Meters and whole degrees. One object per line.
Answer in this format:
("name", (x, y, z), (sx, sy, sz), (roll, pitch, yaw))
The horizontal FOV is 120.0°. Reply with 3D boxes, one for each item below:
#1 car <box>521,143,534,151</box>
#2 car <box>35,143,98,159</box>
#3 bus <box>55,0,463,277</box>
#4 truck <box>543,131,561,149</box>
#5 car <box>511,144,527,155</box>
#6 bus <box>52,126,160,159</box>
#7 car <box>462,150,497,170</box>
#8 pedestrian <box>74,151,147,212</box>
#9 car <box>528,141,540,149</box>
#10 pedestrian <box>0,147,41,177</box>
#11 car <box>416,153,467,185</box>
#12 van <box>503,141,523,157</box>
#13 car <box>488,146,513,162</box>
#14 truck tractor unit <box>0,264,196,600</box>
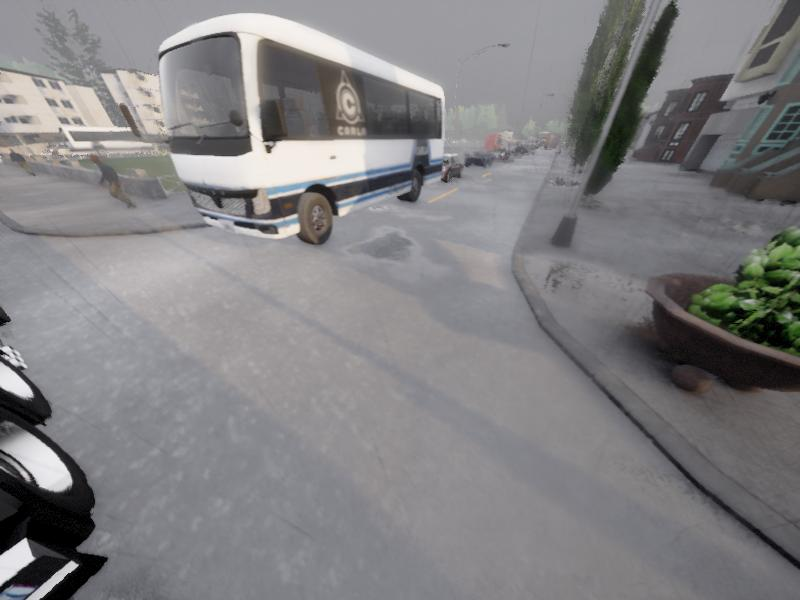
("car", (28.578, -34.346, 51.853), (1.812, 1.442, 4.674), (18, 39, 24))
("car", (-56.310, -25.318, 39.181), (2.150, 2.045, 5.566), (18, 39, 24))
("bus", (-1.584, -5.343, 7.988), (3.944, 4.253, 10.273), (17, 39, 24))
("truck", (42.675, -44.759, 64.599), (2.891, 3.827, 8.468), (18, 39, 24))
("car", (21.527, -27.354, 41.843), (1.816, 1.474, 4.193), (18, 39, 24))
("bus", (-50.498, -27.569, 40.434), (3.944, 4.253, 10.273), (18, 39, 24))
("car", (7.775, -13.624, 22.393), (1.895, 1.301, 4.718), (18, 39, 24))
("pedestrian", (-10.431, -4.284, 8.407), (0.751, 1.860, 0.751), (18, 39, 24))
("car", (36.956, -42.702, 63.708), (2.242, 1.667, 4.611), (18, 39, 24))
("pedestrian", (-28.711, -10.466, 17.492), (0.751, 1.860, 0.751), (18, 39, 24))
("car", (2.812, -8.777, 15.313), (1.970, 1.475, 3.806), (18, 39, 24))
("van", (17.992, -24.055, 36.689), (1.775, 1.987, 4.442), (18, 39, 24))
("car", (12.836, -18.727, 29.522), (1.970, 1.475, 3.806), (18, 39, 24))
("truck tractor unit", (-5.111, -0.299, 0.787), (6.516, 4.208, 3.053), (18, 39, 24))
